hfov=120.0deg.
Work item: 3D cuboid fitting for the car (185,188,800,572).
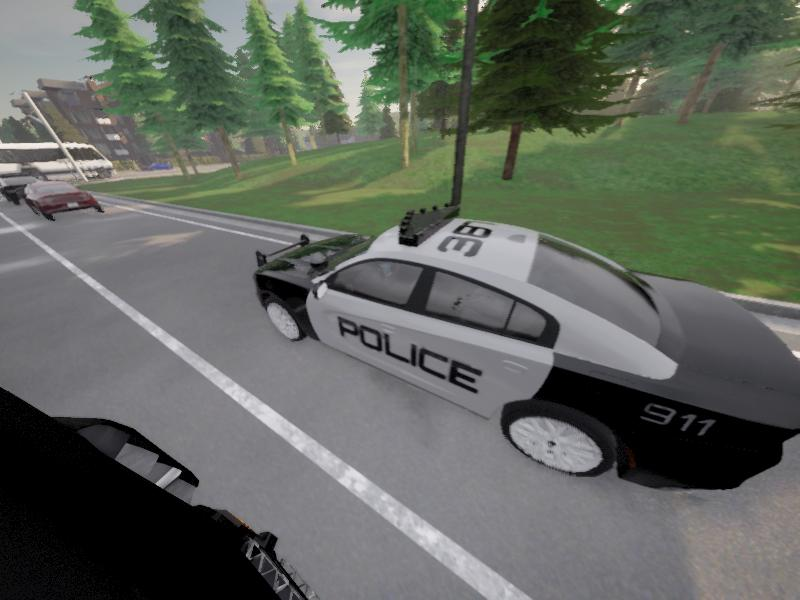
[{"bbox_3d":[0.215,-0.193,2.750,5.238,1.638,1.930,16,38,26],"label":"car"}]

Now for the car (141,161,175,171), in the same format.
[{"bbox_3d":[-49.732,-27.532,47.578,1.816,1.474,4.193,16,38,25],"label":"car"}]

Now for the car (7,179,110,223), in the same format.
[{"bbox_3d":[-16.738,-4.986,11.322,4.674,1.442,1.812,16,38,26],"label":"car"}]

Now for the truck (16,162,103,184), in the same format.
[{"bbox_3d":[-46.940,-17.799,32.135,2.390,2.098,6.274,16,38,26],"label":"truck"}]

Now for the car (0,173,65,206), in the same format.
[{"bbox_3d":[-25.583,-7.618,15.720,5.238,1.638,1.930,16,38,26],"label":"car"}]

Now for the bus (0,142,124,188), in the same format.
[{"bbox_3d":[-44.391,-17.522,29.593,3.944,4.253,10.273,16,38,26],"label":"bus"}]

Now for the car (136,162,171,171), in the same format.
[{"bbox_3d":[-52.588,-28.501,49.399,1.895,1.301,4.718,16,38,25],"label":"car"}]

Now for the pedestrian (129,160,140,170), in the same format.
[{"bbox_3d":[-59.043,-30.056,51.364,0.751,1.860,0.751,14,37,23],"label":"pedestrian"}]
